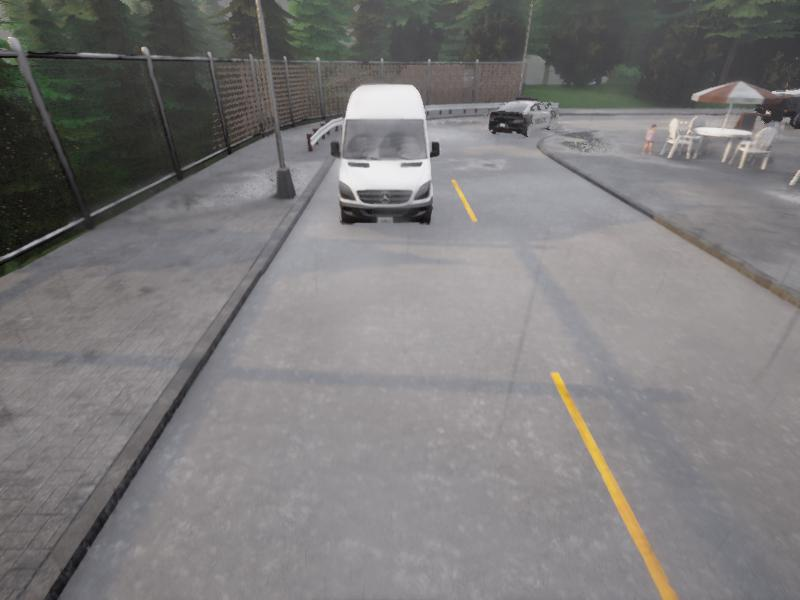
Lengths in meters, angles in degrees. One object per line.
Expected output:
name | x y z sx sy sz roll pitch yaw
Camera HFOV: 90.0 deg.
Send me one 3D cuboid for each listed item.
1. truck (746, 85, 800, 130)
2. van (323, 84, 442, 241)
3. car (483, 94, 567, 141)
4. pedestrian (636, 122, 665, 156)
truck | 23.945 -10.875 22.500 6.274 2.098 2.390 0 30 0
van | -0.338 -3.794 9.928 1.988 2.561 5.915 0 30 -1
car | 6.490 -9.461 20.494 1.930 1.638 5.238 22 37 33
pedestrian | 9.270 -5.966 14.827 0.500 1.100 0.500 4 31 6
